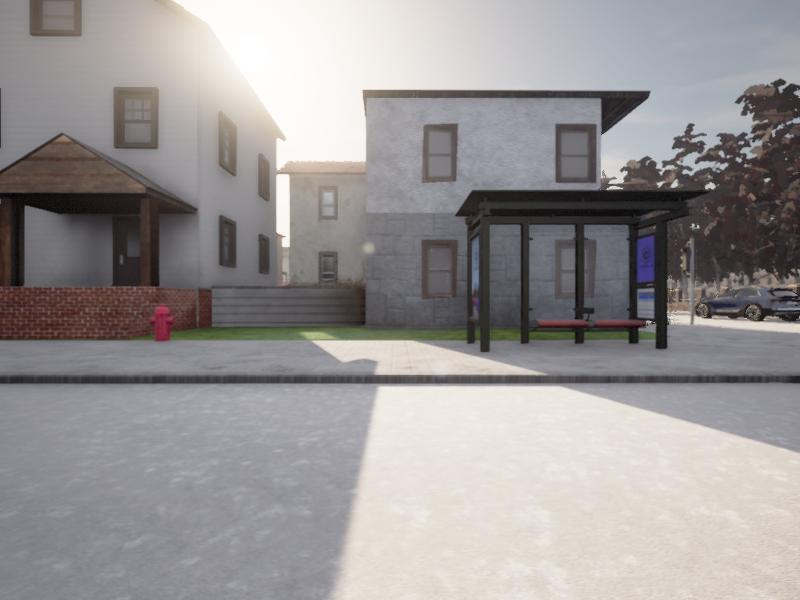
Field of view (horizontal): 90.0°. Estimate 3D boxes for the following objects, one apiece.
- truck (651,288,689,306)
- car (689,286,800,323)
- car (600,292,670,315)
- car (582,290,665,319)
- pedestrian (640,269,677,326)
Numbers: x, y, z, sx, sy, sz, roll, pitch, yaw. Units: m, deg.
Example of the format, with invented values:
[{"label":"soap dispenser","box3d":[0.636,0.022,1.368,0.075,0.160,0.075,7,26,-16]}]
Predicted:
[{"label":"truck","box3d":[61.835,-0.687,91.902,2.891,3.827,8.468,0,0,0]},{"label":"car","box3d":[17.223,0.184,19.926,2.033,1.649,4.856,0,0,-3]},{"label":"car","box3d":[17.153,0.241,29.575,2.128,1.511,4.902,0,0,-3]},{"label":"car","box3d":[12.938,0.240,23.575,2.128,1.511,4.902,0,0,0]},{"label":"pedestrian","box3d":[8.615,-0.073,13.350,0.751,1.860,0.751,0,0,1]}]
